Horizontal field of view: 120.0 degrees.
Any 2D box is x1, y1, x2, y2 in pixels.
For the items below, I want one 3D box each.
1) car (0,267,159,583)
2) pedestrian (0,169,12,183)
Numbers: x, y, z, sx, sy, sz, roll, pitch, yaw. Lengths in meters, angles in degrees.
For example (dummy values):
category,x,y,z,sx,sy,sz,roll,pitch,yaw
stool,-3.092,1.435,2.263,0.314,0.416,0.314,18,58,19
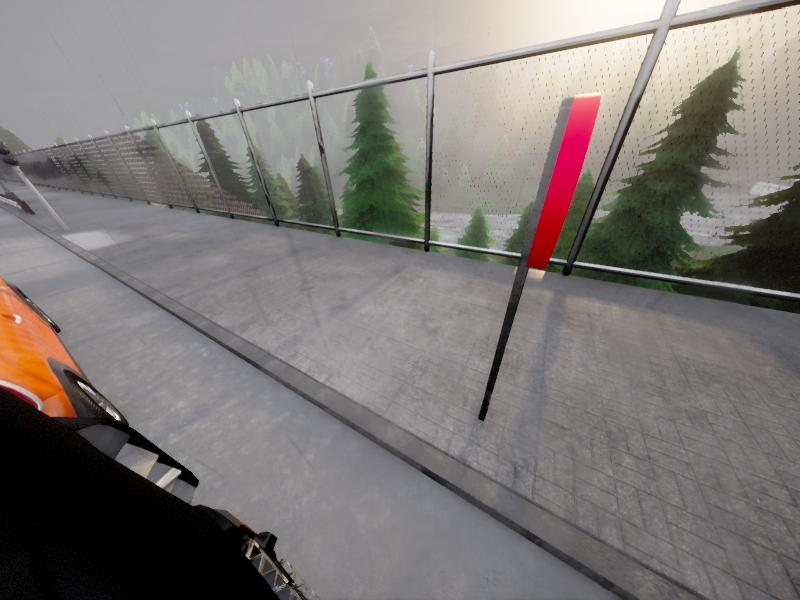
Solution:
category,x,y,z,sx,sy,sz,roll,pitch,yaw
car,-4.631,0.598,1.776,4.553,1.767,2.097,16,38,26
pedestrian,-59.365,-18.443,34.348,0.751,1.860,0.751,16,38,26
